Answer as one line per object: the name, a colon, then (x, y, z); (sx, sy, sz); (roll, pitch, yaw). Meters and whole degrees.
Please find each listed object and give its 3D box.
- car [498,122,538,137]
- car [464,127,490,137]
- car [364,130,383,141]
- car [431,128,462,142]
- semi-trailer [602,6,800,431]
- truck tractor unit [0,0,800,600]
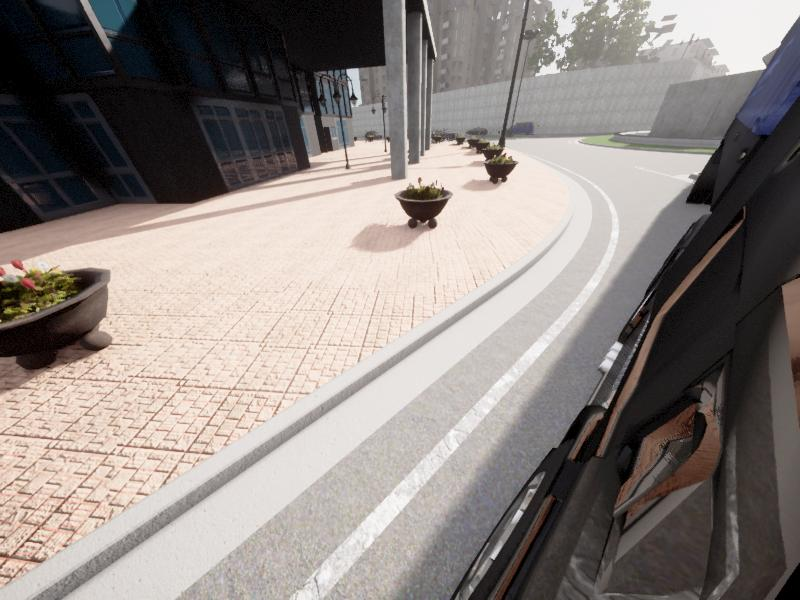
car: (20.859, -30.177, 40.945); (5.566, 2.045, 2.150); (24, 44, 31)
car: (16.088, -35.390, 48.670); (1.837, 1.490, 4.892); (-30, 45, -31)
car: (-6.094, -37.623, 52.723); (1.932, 1.855, 4.605); (-29, 43, -31)
car: (7.679, -27.490, 38.515); (1.930, 1.638, 5.238); (-24, 41, -26)
semi-trailer: (8.533, -3.728, 4.362); (14.254, 4.402, 2.717); (-30, 43, -31)
truck tractor unit: (2.645, -0.295, 0.351); (6.516, 4.208, 3.053); (-28, 44, -30)
